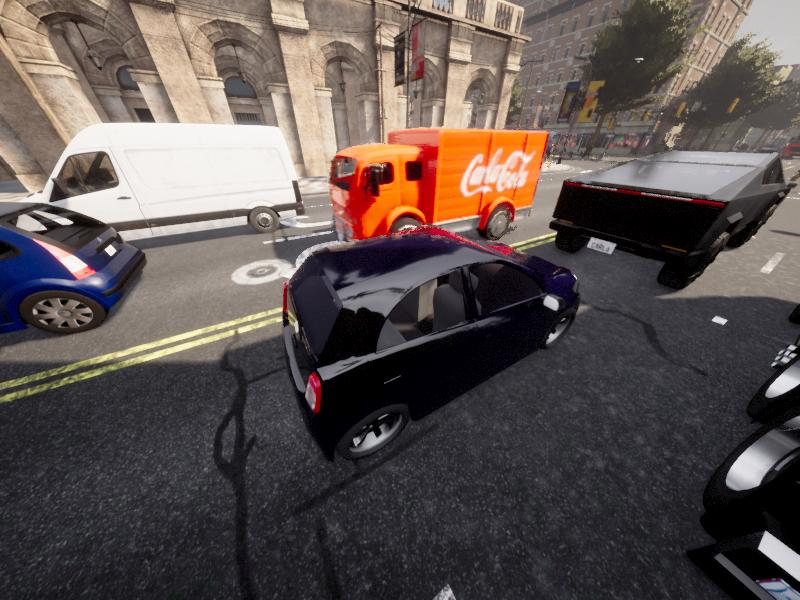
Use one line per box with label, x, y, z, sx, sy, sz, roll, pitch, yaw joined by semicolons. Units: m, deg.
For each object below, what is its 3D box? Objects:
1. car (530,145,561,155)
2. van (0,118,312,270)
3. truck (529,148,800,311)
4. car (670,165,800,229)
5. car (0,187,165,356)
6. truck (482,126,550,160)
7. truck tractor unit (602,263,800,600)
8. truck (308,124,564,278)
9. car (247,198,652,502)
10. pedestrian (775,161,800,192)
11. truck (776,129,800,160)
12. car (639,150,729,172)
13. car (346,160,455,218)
car;28.077;-29.079;44.687;1.812;1.442;4.674;-20;40;-27
van;-5.825;-3.006;6.048;5.915;2.561;1.988;-18;39;-24
truck;6.359;-2.163;5.312;6.274;2.098;2.390;-18;39;-24
car;12.255;-3.857;8.333;3.806;1.475;1.970;-18;39;-25
car;-6.145;-0.215;2.854;3.988;1.617;1.851;-18;39;-24
truck;17.109;-23.896;35.080;2.891;3.827;8.468;-18;39;-24
truck tractor unit;5.107;-0.305;0.785;6.516;4.208;3.053;-18;39;-24
truck;0.894;-2.852;5.924;5.204;2.467;2.627;-18;39;-24
car;0.565;-0.045;2.727;3.633;1.501;1.845;-18;39;-24
pedestrian;21.588;-6.867;12.345;0.751;1.860;0.751;-19;39;-25
truck;61.839;-23.558;34.925;8.468;3.827;2.891;-18;39;-25
car;26.783;-13.344;22.032;2.128;1.511;4.902;-18;39;-24
car;0.040;-4.497;9.111;3.633;1.501;1.845;-18;39;-24
